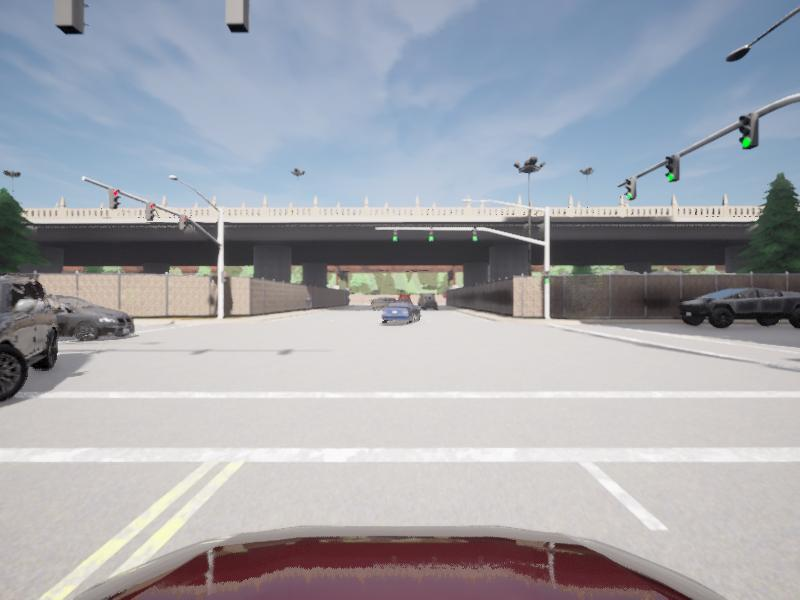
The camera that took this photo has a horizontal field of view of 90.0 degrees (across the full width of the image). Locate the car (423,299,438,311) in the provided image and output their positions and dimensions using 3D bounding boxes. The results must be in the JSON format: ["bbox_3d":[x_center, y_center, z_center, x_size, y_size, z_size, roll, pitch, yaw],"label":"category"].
[{"bbox_3d":[4.127,0.642,54.612,1.837,1.490,4.892,0,0,1],"label":"car"}]

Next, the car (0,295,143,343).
[{"bbox_3d":[-12.725,0.660,15.084,4.611,1.667,2.242,0,0,-6],"label":"car"}]

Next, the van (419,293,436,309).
[{"bbox_3d":[4.226,0.146,63.101,2.351,2.431,6.366,0,0,1],"label":"van"}]

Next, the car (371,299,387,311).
[{"bbox_3d":[-2.867,0.598,55.218,1.801,1.575,5.366,0,0,1],"label":"car"}]

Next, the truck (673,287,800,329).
[{"bbox_3d":[18.449,0.407,21.230,6.274,2.098,2.390,0,0,1],"label":"truck"}]

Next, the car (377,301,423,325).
[{"bbox_3d":[0.136,0.775,25.996,2.033,1.411,5.357,0,0,11],"label":"car"}]

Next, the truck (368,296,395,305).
[{"bbox_3d":[-4.471,0.177,98.706,6.274,2.098,2.390,0,0,18],"label":"truck"}]

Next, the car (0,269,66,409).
[{"bbox_3d":[-7.810,0.531,7.018,2.150,2.045,5.566,1,0,-31],"label":"car"}]

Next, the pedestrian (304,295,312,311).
[{"bbox_3d":[-10.238,0.322,44.636,0.751,1.860,0.751,0,0,2],"label":"pedestrian"}]
